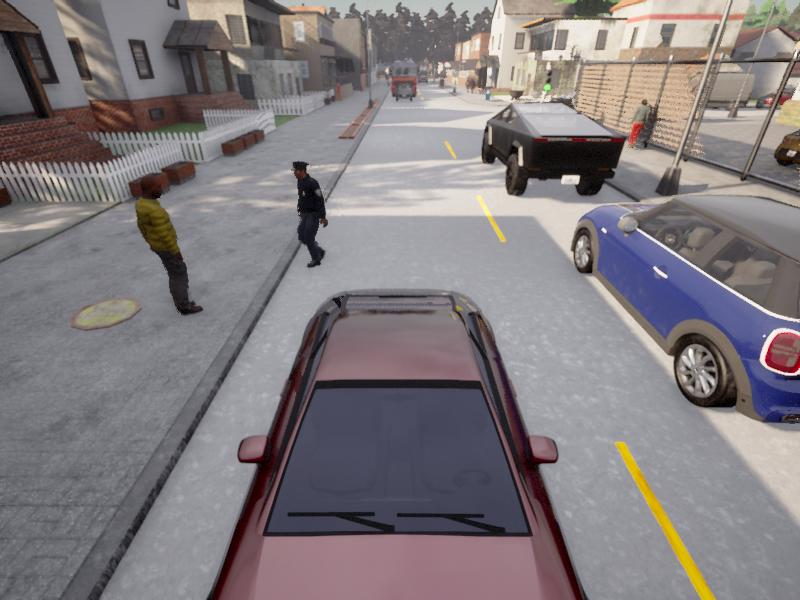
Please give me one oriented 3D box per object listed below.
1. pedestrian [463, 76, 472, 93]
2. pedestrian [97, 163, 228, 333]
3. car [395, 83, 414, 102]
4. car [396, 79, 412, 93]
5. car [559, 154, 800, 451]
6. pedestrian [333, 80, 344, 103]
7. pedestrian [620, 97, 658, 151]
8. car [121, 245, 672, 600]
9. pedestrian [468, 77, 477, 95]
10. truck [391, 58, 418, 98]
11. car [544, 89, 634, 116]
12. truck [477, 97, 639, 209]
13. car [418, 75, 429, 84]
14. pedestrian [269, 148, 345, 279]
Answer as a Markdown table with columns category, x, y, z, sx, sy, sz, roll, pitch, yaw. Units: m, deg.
| category | x | y | z | sx | sy | sz | roll | pitch | yaw |
| --- | --- | --- | --- | --- | --- | --- | --- | --- | --- |
| pedestrian | 8.489 | -27.031 | 50.255 | 0.751 | 1.860 | 0.751 | -3 | 30 | -5 |
| pedestrian | -2.922 | -0.654 | 5.052 | 0.751 | 1.860 | 0.751 | 24 | 38 | 35 |
| car | 0.451 | -21.347 | 41.076 | 1.789 | 1.549 | 3.705 | 0 | 30 | 0 |
| car | 0.601 | -29.774 | 55.591 | 2.163 | 1.488 | 4.792 | 0 | 30 | 0 |
| car | 4.046 | -0.535 | 5.166 | 2.097 | 1.767 | 4.553 | 0 | 30 | 0 |
| pedestrian | -5.607 | -19.119 | 36.701 | 0.751 | 1.860 | 0.751 | 0 | 30 | 1 |
| pedestrian | 9.497 | -7.024 | 15.964 | 0.751 | 1.860 | 0.751 | 9 | 32 | 15 |
| car | -0.012 | 1.034 | 2.934 | 1.994 | 1.385 | 4.181 | 0 | 30 | 0 |
| pedestrian | 8.712 | -25.739 | 48.029 | 0.751 | 1.860 | 0.751 | 0 | 30 | -1 |
| truck | 0.515 | -26.498 | 47.652 | 2.891 | 3.827 | 8.468 | 0 | 30 | 0 |
| car | 13.365 | -14.128 | 28.609 | 5.238 | 1.638 | 1.930 | 1 | 30 | 2 |
| truck | 4.115 | -4.735 | 12.061 | 2.390 | 2.098 | 6.274 | 0 | 30 | 1 |
| car | 4.922 | -46.739 | 84.617 | 2.038 | 1.542 | 4.974 | 0 | 30 | 0 |
| pedestrian | -1.482 | -1.416 | 6.564 | 0.751 | 1.860 | 0.751 | -21 | 36 | -32 |
